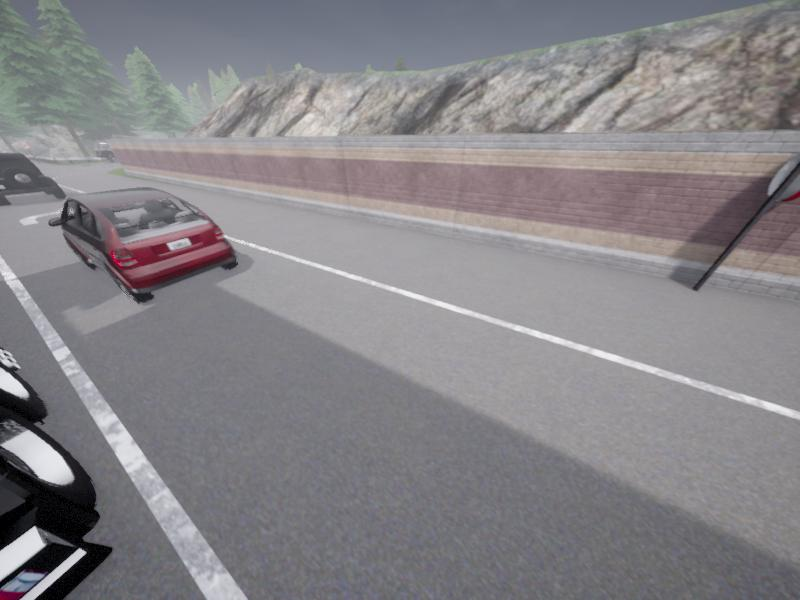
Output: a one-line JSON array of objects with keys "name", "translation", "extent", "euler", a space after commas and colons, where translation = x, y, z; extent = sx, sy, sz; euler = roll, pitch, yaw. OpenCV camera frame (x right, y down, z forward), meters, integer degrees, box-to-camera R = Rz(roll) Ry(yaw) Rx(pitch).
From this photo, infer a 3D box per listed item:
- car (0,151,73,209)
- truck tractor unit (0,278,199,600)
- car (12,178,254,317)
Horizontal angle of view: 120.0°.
[{"name": "car", "translation": [-17.468, -5.531, 10.422], "extent": [3.866, 1.878, 1.905], "euler": [18, 39, 25]}, {"name": "truck tractor unit", "translation": [-5.132, -0.280, 0.743], "extent": [6.516, 4.208, 3.053], "euler": [17, 39, 23]}, {"name": "car", "translation": [-5.163, -1.337, 4.597], "extent": [3.705, 1.549, 1.789], "euler": [18, 39, 25]}]
